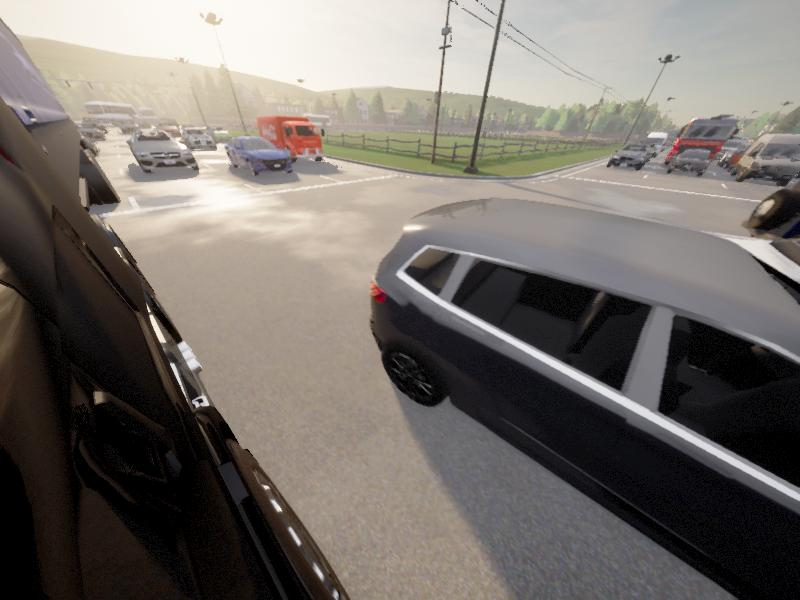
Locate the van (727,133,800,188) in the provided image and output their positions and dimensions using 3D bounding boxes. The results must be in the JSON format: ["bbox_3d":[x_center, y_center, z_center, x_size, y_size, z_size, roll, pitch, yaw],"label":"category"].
[{"bbox_3d":[24.307,-9.253,15.088,5.915,2.561,1.988,-30,47,-35],"label":"van"}]

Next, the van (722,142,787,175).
[{"bbox_3d":[29.225,-11.842,19.248,4.442,1.987,1.775,-30,47,-35],"label":"van"}]

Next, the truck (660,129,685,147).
[{"bbox_3d":[76.962,-45.731,65.259,8.468,3.827,2.891,-30,47,-35],"label":"truck"}]

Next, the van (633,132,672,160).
[{"bbox_3d":[31.514,-19.296,28.807,5.915,2.561,1.988,-30,48,-35],"label":"van"}]

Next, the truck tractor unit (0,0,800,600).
[{"bbox_3d":[-2.645,-0.295,0.352,6.516,4.208,3.053,28,44,30],"label":"truck tractor unit"}]

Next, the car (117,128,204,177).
[{"bbox_3d":[-12.321,-7.694,11.830,2.152,1.651,5.027,-30,47,-35],"label":"car"}]

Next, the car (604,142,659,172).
[{"bbox_3d":[18.952,-11.783,18.886,4.611,1.667,2.242,-30,47,-35],"label":"car"}]

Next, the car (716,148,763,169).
[{"bbox_3d":[33.822,-14.250,23.142,4.674,1.442,1.812,-30,48,-35],"label":"car"}]

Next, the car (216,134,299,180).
[{"bbox_3d":[-7.516,-7.625,12.064,5.008,1.535,1.882,32,46,33],"label":"car"}]

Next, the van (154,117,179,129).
[{"bbox_3d":[-53.507,-40.676,53.137,1.775,1.987,4.442,-6,38,-11],"label":"van"}]

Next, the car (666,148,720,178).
[{"bbox_3d":[21.808,-10.382,17.323,4.892,1.490,1.837,-30,47,-35],"label":"car"}]

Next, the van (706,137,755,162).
[{"bbox_3d":[42.919,-19.830,30.218,6.366,2.431,2.351,-30,47,-35],"label":"van"}]

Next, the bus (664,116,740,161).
[{"bbox_3d":[39.845,-21.644,30.952,10.273,4.253,3.944,-29,47,-35],"label":"bus"}]

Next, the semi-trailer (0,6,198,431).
[{"bbox_3d":[-8.524,-3.706,4.407,14.254,4.402,2.717,30,45,32],"label":"semi-trailer"}]

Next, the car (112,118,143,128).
[{"bbox_3d":[-59.902,-39.050,50.898,2.242,1.667,4.611,-9,38,-14],"label":"car"}]

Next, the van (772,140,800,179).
[{"bbox_3d":[32.323,-10.820,17.689,6.366,2.431,2.351,-30,47,-35],"label":"van"}]

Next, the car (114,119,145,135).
[{"bbox_3d":[-38.273,-24.489,32.711,2.242,1.667,4.611,-29,47,-35],"label":"car"}]

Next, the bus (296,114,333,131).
[{"bbox_3d":[-28.118,-58.893,76.796,10.273,4.253,3.944,-29,47,-35],"label":"bus"}]

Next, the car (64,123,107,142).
[{"bbox_3d":[-31.308,-16.821,23.150,1.994,1.385,4.181,-29,47,-35],"label":"car"}]

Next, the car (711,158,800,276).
[{"bbox_3d":[9.503,-1.274,4.242,3.866,1.878,1.905,26,43,28],"label":"car"}]

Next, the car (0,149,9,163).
[{"bbox_3d":[-20.671,-6.928,10.516,1.812,1.442,4.674,-29,47,-35],"label":"car"}]

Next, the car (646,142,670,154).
[{"bbox_3d":[43.026,-25.403,38.506,4.181,1.385,1.994,-30,47,-35],"label":"car"}]

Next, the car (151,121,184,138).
[{"bbox_3d":[-31.256,-22.964,31.060,2.242,1.667,4.611,-29,47,-35],"label":"car"}]

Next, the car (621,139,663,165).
[{"bbox_3d":[24.223,-14.873,23.097,4.605,1.855,1.932,-30,47,-35],"label":"car"}]

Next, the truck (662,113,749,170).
[{"bbox_3d":[28.254,-14.973,21.825,8.468,3.827,2.891,-30,47,-35],"label":"truck"}]

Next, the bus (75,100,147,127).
[{"bbox_3d":[-64.191,-41.656,51.980,3.944,4.253,10.273,-5,38,-7],"label":"bus"}]

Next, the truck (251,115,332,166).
[{"bbox_3d":[-7.301,-10.843,15.581,2.627,2.467,5.204,-30,47,-35],"label":"truck"}]

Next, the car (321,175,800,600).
[{"bbox_3d":[1.890,0.405,1.790,4.611,1.667,2.242,27,44,29],"label":"car"}]

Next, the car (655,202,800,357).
[{"bbox_3d":[6.551,0.194,2.631,4.718,1.301,1.895,26,43,28],"label":"car"}]

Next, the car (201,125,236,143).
[{"bbox_3d":[-21.357,-19.526,27.142,2.007,1.525,4.514,-29,47,-35],"label":"car"}]

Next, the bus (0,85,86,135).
[{"bbox_3d":[-44.914,-23.881,29.404,3.944,4.253,10.273,-29,47,-35],"label":"bus"}]

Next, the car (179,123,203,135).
[{"bbox_3d":[-33.550,-27.379,37.053,1.994,1.385,4.181,-29,47,-34],"label":"car"}]

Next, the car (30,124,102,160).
[{"bbox_3d":[-20.477,-9.891,14.369,1.789,1.549,3.705,-29,47,-35],"label":"car"}]

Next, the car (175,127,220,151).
[{"bbox_3d":[-17.659,-14.084,20.152,1.970,1.475,3.806,-29,47,-35],"label":"car"}]
